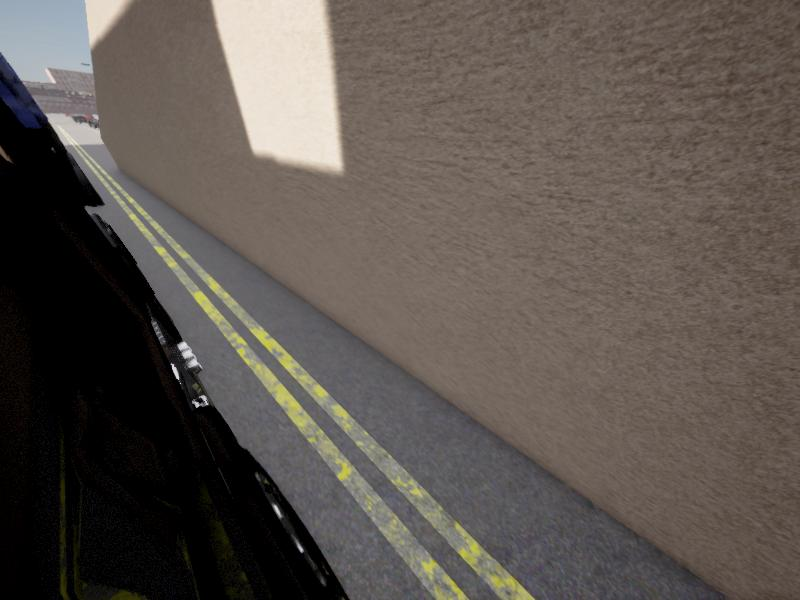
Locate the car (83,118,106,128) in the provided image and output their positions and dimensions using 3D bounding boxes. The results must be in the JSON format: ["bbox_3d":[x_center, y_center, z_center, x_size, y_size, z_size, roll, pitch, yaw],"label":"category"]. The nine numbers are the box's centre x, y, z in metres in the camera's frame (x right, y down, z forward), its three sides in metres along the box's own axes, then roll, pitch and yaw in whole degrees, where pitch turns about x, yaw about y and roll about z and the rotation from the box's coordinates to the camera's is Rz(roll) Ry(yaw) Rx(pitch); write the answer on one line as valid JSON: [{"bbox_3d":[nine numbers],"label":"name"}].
[{"bbox_3d":[-65.417,-37.856,49.466,4.902,1.511,2.128,28,43,30],"label":"car"}]

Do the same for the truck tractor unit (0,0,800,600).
[{"bbox_3d":[-2.645,-0.295,0.352,6.516,4.208,3.053,28,44,30],"label":"truck tractor unit"}]

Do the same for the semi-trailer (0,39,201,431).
[{"bbox_3d":[-8.695,-3.589,4.256,14.254,4.402,2.717,28,43,30],"label":"semi-trailer"}]

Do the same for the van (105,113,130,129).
[{"bbox_3d":[-61.643,-38.982,50.382,5.915,2.561,1.988,28,43,30],"label":"van"}]

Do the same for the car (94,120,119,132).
[{"bbox_3d":[-50.662,-30.055,39.865,4.892,1.490,1.837,26,42,30],"label":"car"}]
